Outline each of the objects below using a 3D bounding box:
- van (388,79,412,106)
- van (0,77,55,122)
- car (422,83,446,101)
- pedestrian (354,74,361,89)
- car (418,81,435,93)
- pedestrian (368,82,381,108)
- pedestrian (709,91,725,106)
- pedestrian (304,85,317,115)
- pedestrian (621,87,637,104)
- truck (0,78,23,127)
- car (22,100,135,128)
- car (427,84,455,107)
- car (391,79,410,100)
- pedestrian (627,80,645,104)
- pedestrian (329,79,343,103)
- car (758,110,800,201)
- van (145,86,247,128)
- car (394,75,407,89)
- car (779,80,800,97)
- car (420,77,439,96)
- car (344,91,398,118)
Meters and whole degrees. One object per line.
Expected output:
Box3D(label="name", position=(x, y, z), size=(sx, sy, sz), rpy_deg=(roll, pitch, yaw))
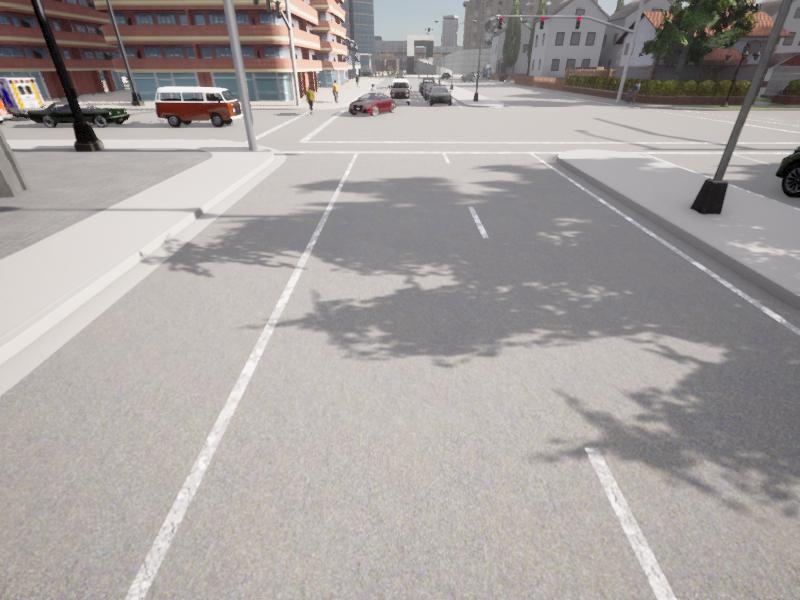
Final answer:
Box3D(label="van", position=(0.018, -18.977, 36.496), size=(2.069, 2.038, 4.480), rpy_deg=(0, 30, 0))
Box3D(label="van", position=(-26.916, -12.996, 25.868), size=(6.366, 2.431, 2.351), rpy_deg=(0, 30, -1))
Box3D(label="car", position=(3.520, -22.253, 42.661), size=(2.163, 1.488, 4.792), rpy_deg=(0, 30, 0))
Box3D(label="pedestrian", position=(-6.218, -31.840, 58.353), size=(0.751, 1.860, 0.751), rpy_deg=(6, 31, 10))
Box3D(label="car", position=(3.525, -28.696, 53.879), size=(1.895, 1.301, 4.718), rpy_deg=(0, 30, 0))
Box3D(label="pedestrian", position=(-2.133, -17.065, 33.351), size=(0.751, 1.860, 0.751), rpy_deg=(11, 32, 18))
Box3D(label="pedestrian", position=(26.678, -16.976, 33.666), size=(0.500, 1.100, 0.500), rpy_deg=(0, 30, 0))
Box3D(label="pedestrian", position=(-6.362, -14.201, 28.447), size=(0.751, 1.860, 0.751), rpy_deg=(-6, 31, -11))
Box3D(label="pedestrian", position=(20.392, -18.247, 35.641), size=(0.751, 1.300, 0.751), rpy_deg=(-22, 37, -32))
Box3D(label="truck", position=(-25.832, -11.257, 22.848), size=(5.204, 2.467, 2.627), rpy_deg=(0, 30, -1))
Box3D(label="car", position=(-18.528, -10.808, 23.244), size=(4.718, 1.301, 1.895), rpy_deg=(0, 30, -1))
Box3D(label="car", position=(3.563, -18.469, 36.021), size=(1.930, 1.638, 5.238), rpy_deg=(0, 30, -1))
Box3D(label="car", position=(0.023, -22.585, 42.836), size=(1.932, 1.855, 4.605), rpy_deg=(0, 30, 0))
Box3D(label="pedestrian", position=(20.670, -18.217, 35.035), size=(0.751, 1.860, 0.751), rpy_deg=(5, 31, 9))
Box3D(label="pedestrian", position=(-5.752, -18.704, 35.857), size=(0.751, 1.860, 0.751), rpy_deg=(26, 39, 37))
Box3D(label="car", position=(11.508, -2.774, 8.739), size=(2.150, 2.045, 5.566), rpy_deg=(0, 30, 0))
Box3D(label="van", position=(-11.603, -11.163, 23.113), size=(4.480, 2.038, 2.069), rpy_deg=(-1, 30, -1))
Box3D(label="car", position=(0.027, -33.965, 62.329), size=(1.932, 1.855, 4.605), rpy_deg=(0, 30, 0))
Box3D(label="car", position=(41.443, -21.498, 40.694), size=(1.970, 1.475, 3.806), rpy_deg=(0, 30, 0))
Box3D(label="car", position=(3.521, -25.645, 48.064), size=(1.905, 1.878, 3.866), rpy_deg=(0, 30, 0))
Box3D(label="car", position=(-1.985, -14.295, 29.144), size=(1.994, 1.385, 4.181), rpy_deg=(15, 33, 24))
